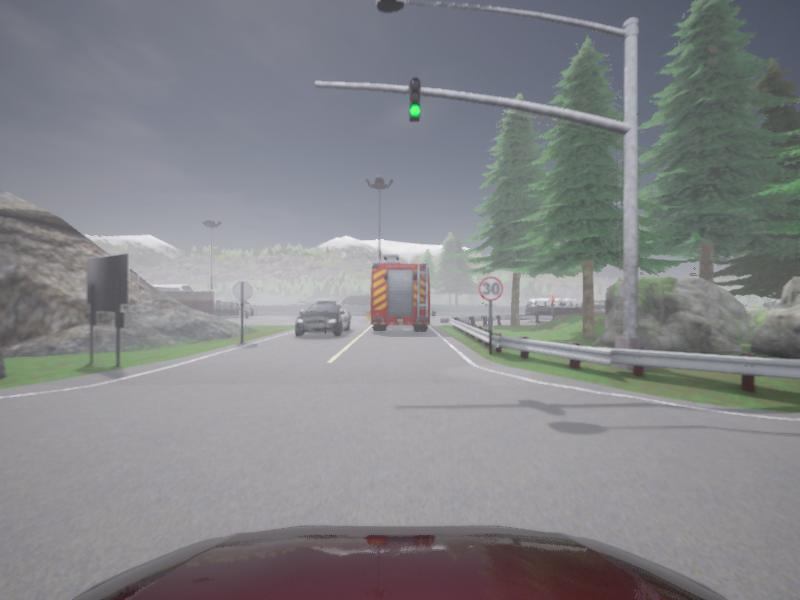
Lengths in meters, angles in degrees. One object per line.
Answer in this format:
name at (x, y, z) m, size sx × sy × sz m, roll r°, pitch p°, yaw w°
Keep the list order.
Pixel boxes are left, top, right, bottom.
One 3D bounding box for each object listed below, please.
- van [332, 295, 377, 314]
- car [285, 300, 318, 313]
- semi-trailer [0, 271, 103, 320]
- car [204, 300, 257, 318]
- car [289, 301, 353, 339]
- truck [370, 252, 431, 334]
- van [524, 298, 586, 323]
van at (-6.206, 0.643, 55.037) m, size 5.915 × 2.561 × 1.988 m, roll 0°, pitch 0°, yaw 0°
car at (-15.238, 0.984, 62.078) m, size 4.605 × 1.855 × 1.932 m, roll 1°, pitch 0°, yaw 0°
semi-trailer at (-35.997, -0.443, 37.494) m, size 14.254 × 4.402 × 2.717 m, roll 0°, pitch 0°, yaw 0°
car at (-17.365, 0.931, 41.087) m, size 4.553 × 1.767 × 2.097 m, roll 0°, pitch 0°, yaw 0°
car at (-3.493, 0.810, 18.711) m, size 2.038 × 1.542 × 4.974 m, roll 0°, pitch 0°, yaw 0°
truck at (0.023, -0.310, 23.089) m, size 2.891 × 3.827 × 8.468 m, roll 0°, pitch 0°, yaw 0°
van at (13.099, 0.860, 33.990) m, size 4.480 × 2.038 × 2.069 m, roll 0°, pitch 0°, yaw 1°
